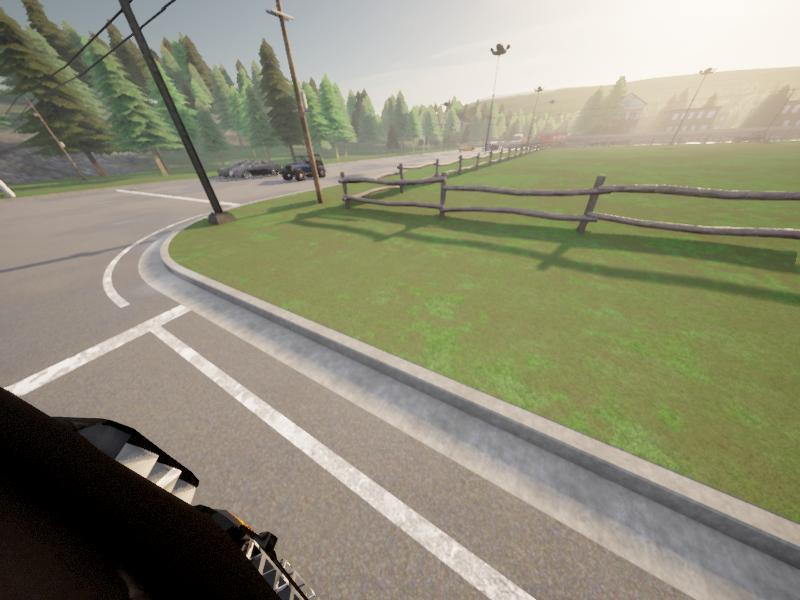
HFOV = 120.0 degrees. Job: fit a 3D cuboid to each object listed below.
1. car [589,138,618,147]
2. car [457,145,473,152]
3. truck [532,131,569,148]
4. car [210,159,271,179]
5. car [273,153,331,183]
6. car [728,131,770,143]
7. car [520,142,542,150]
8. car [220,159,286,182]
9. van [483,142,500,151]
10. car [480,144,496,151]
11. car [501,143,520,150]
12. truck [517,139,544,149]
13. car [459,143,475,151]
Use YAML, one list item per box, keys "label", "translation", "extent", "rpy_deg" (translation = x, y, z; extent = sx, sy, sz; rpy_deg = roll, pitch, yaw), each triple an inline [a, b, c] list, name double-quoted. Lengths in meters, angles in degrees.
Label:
- label: "car"
  translation: [52.255, -40.557, 59.531]
  extent: [5.238, 1.638, 1.930]
  rpy_deg: [16, 38, 26]
- label: "car"
  translation: [18.385, -43.005, 65.595]
  extent: [1.882, 1.535, 5.008]
  rpy_deg: [26, 43, 36]
- label: "truck"
  translation: [44.873, -48.129, 69.390]
  extent: [8.468, 3.827, 2.891]
  rpy_deg: [14, 37, 23]
- label: "car"
  translation: [-16.934, -14.111, 24.804]
  extent: [1.837, 1.490, 4.892]
  rpy_deg: [16, 38, 26]
- label: "car"
  translation: [-8.161, -11.342, 19.707]
  extent: [1.905, 1.878, 3.866]
  rpy_deg: [16, 38, 26]
- label: "car"
  translation: [70.535, -33.016, 46.796]
  extent: [3.866, 1.878, 1.905]
  rpy_deg: [16, 38, 26]
- label: "car"
  translation: [36.004, -42.437, 63.546]
  extent: [4.611, 1.667, 2.242]
  rpy_deg: [0, 34, 4]
- label: "car"
  translation: [-14.264, -12.880, 22.763]
  extent: [2.128, 1.511, 4.902]
  rpy_deg: [16, 38, 26]
- label: "van"
  translation: [24.909, -41.569, 62.554]
  extent: [4.480, 2.038, 2.069]
  rpy_deg: [-28, 41, -33]
- label: "car"
  translation: [25.303, -43.903, 66.515]
  extent: [4.193, 1.474, 1.816]
  rpy_deg: [-23, 39, -28]
- label: "car"
  translation: [35.768, -50.010, 75.070]
  extent: [5.027, 1.651, 2.152]
  rpy_deg: [-2, 34, 1]
- label: "truck"
  translation: [38.741, -46.421, 68.810]
  extent: [6.274, 2.098, 2.390]
  rpy_deg: [5, 35, 12]
- label: "car"
  translation: [20.547, -46.704, 70.678]
  extent: [4.605, 1.855, 1.932]
  rpy_deg: [-23, 39, -28]
